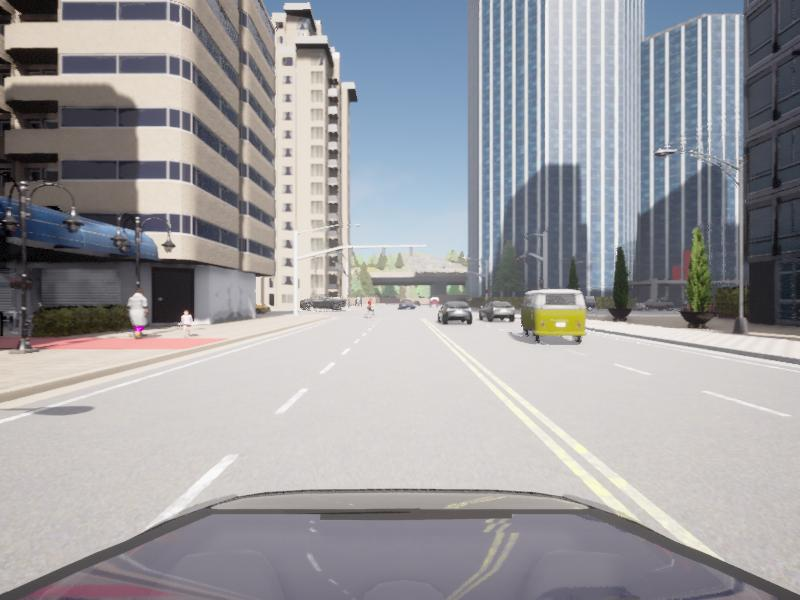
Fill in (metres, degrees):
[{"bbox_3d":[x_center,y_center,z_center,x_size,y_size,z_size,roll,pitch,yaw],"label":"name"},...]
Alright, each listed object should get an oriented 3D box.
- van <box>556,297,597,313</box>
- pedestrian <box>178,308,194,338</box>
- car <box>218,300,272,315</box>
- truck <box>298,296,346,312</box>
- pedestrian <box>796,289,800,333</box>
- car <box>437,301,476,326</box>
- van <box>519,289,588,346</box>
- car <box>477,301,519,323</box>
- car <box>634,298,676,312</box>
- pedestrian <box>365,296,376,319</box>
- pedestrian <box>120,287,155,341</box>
[{"bbox_3d":[22.714,0.596,51.628,4.442,1.987,1.775,0,0,0],"label":"van"},{"bbox_3d":[-8.061,0.864,15.103,0.500,1.100,0.500,0,0,-24],"label":"pedestrian"},{"bbox_3d":[-17.155,0.800,44.390,5.366,1.575,1.801,0,0,0],"label":"car"},{"bbox_3d":[-10.727,0.540,55.094,6.274,2.098,2.390,0,1,-20],"label":"truck"},{"bbox_3d":[17.452,0.464,16.896,0.751,1.860,0.751,0,0,15],"label":"pedestrian"},{"bbox_3d":[3.633,0.827,26.639,2.007,1.525,4.514,0,0,0],"label":"car"},{"bbox_3d":[6.034,0.597,16.243,1.775,1.987,4.442,0,0,10],"label":"van"},{"bbox_3d":[7.146,0.827,29.600,2.007,1.525,4.514,0,0,0],"label":"car"},{"bbox_3d":[35.138,0.650,55.204,4.605,1.855,1.932,0,0,0],"label":"car"},{"bbox_3d":[-2.529,0.636,34.061,0.751,1.860,0.751,0,0,-21],"label":"pedestrian"},{"bbox_3d":[-9.397,0.484,14.354,0.751,1.860,0.751,0,0,5],"label":"pedestrian"}]
